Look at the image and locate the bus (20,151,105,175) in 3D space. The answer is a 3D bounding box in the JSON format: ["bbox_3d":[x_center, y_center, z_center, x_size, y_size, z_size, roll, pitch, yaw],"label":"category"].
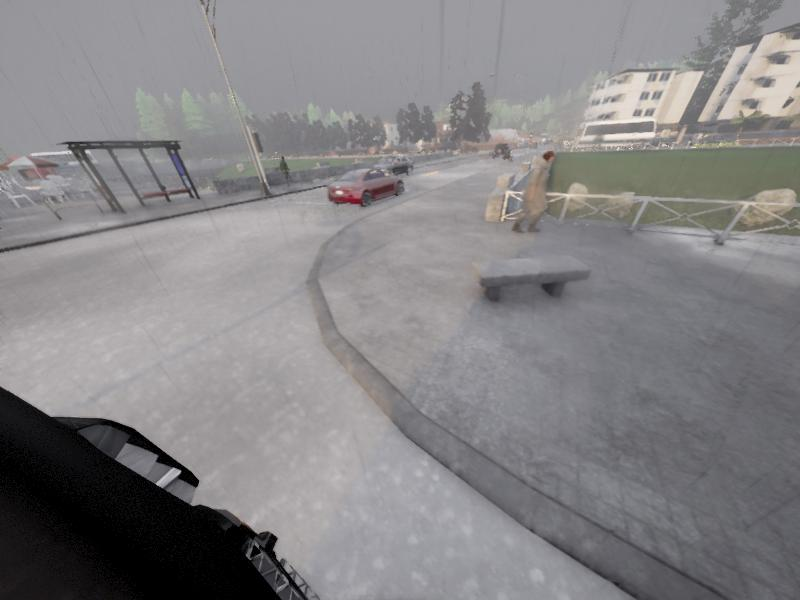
[{"bbox_3d":[-80.212,-32.952,55.366,3.944,4.253,10.273,17,38,27],"label":"bus"}]

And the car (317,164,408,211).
[{"bbox_3d":[-1.523,-5.514,11.040,1.994,1.385,4.181,17,38,27],"label":"car"}]

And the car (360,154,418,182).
[{"bbox_3d":[-0.681,-10.603,18.457,2.128,1.511,4.902,17,39,27],"label":"car"}]

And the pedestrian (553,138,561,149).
[{"bbox_3d":[35.606,-35.448,52.317,0.751,1.860,0.751,-25,39,-29],"label":"pedestrian"}]

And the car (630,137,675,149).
[{"bbox_3d":[43.848,-27.431,40.288,4.892,1.490,1.837,17,39,27],"label":"car"}]

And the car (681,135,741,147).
[{"bbox_3d":[49.914,-25.649,37.259,5.357,1.411,2.033,17,38,27],"label":"car"}]

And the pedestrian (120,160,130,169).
[{"bbox_3d":[-68.325,-33.625,57.408,0.751,1.860,0.751,16,38,26],"label":"pedestrian"}]

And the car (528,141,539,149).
[{"bbox_3d":[35.331,-41.043,61.210,1.789,1.549,3.705,17,38,27],"label":"car"}]

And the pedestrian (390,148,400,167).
[{"bbox_3d":[-0.580,-16.504,26.727,0.751,1.860,0.751,16,38,25],"label":"pedestrian"}]

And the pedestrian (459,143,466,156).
[{"bbox_3d":[11.650,-28.102,43.147,0.751,1.860,0.751,-27,40,-31],"label":"pedestrian"}]

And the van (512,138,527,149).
[{"bbox_3d":[33.827,-44.298,65.407,2.351,2.431,6.366,17,38,27],"label":"van"}]

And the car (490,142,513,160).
[{"bbox_3d":[14.328,-20.982,32.505,1.905,1.878,3.866,17,38,27],"label":"car"}]

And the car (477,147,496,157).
[{"bbox_3d":[14.978,-25.672,40.003,1.895,1.301,4.718,17,38,27],"label":"car"}]

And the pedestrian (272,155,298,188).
[{"bbox_3d":[-7.560,-8.499,15.283,0.751,1.860,0.751,9,36,17],"label":"pedestrian"}]

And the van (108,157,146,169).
[{"bbox_3d":[-74.748,-37.616,63.439,1.988,2.561,5.915,17,38,27],"label":"van"}]

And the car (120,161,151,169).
[{"bbox_3d":[-71.122,-36.370,62.146,2.033,1.649,4.856,17,38,27],"label":"car"}]

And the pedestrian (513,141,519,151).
[{"bbox_3d":[26.934,-35.739,53.605,0.751,1.860,0.751,18,39,28],"label":"pedestrian"}]

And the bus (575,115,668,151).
[{"bbox_3d":[37.394,-28.466,39.840,10.273,4.253,3.944,20,40,31],"label":"bus"}]

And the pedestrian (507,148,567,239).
[{"bbox_3d":[3.254,-2.550,5.602,0.751,1.860,0.751,15,38,25],"label":"pedestrian"}]
